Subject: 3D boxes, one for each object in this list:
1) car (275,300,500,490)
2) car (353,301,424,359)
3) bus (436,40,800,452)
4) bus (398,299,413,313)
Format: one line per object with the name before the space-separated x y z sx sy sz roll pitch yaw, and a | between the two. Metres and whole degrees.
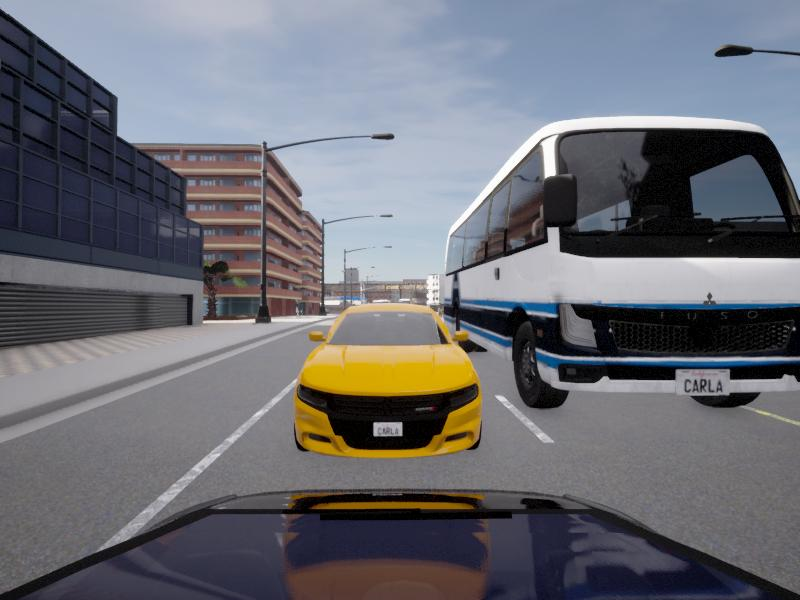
car | -0.158 0.790 5.854 1.882 1.535 5.008 0 1 -1
car | -0.325 0.768 12.619 1.812 1.442 4.674 0 1 -1
bus | 3.384 -0.601 9.306 3.944 4.253 10.273 0 1 -1
bus | 1.565 1.823 119.627 3.944 4.253 10.273 0 -1 -1
